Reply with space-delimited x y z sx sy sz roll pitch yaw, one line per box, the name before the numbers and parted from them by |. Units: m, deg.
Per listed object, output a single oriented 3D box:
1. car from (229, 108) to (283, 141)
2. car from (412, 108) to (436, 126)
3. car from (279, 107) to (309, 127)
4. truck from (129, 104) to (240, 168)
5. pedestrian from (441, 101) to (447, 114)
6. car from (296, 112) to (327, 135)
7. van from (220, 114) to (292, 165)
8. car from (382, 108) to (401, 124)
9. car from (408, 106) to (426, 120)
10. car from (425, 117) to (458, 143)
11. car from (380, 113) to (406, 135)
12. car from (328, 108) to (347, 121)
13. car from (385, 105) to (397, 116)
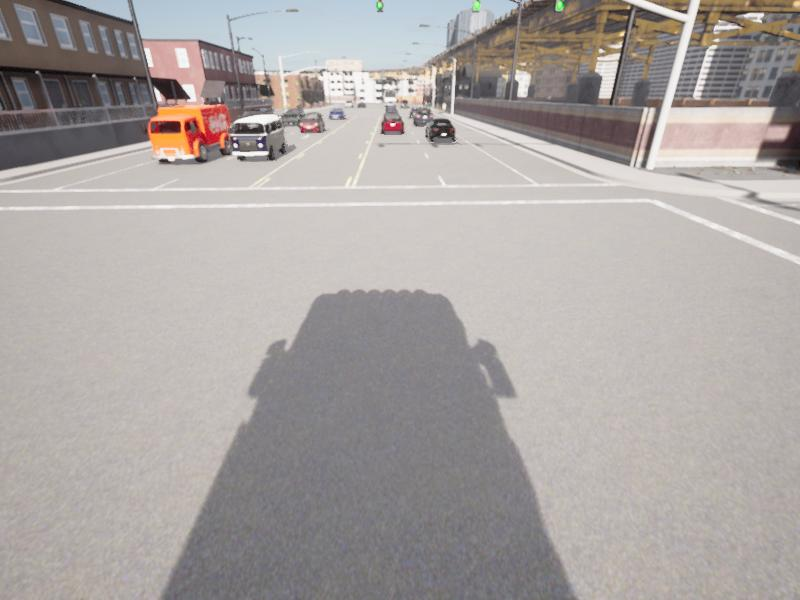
car | -11.011 -13.727 31.094 2.150 2.045 5.566 -1 27 -1
car | 2.609 -20.210 44.097 2.242 1.667 4.611 -1 27 -1
car | -11.366 -19.867 43.314 2.097 1.767 4.553 -1 27 -1
truck | -10.641 -8.538 20.486 2.627 2.467 5.204 0 29 0
pedestrian | 7.290 -31.722 65.895 0.751 1.860 0.751 -5 28 -9
car | -7.648 -15.463 34.947 1.851 1.617 3.988 -1 27 -1
van | -7.268 -8.467 20.854 2.069 2.038 4.480 -1 28 -1
car | -1.007 -22.344 48.426 2.128 1.511 4.902 -1 27 -1
car | 2.292 -26.221 55.967 2.128 1.511 4.902 -1 27 -1
car | 3.001 -12.644 29.627 1.812 1.442 4.674 -1 27 -1
car | -0.656 -15.650 35.438 2.163 1.488 4.792 -1 27 -1
car | -8.104 -24.149 52.023 1.812 1.442 4.674 -1 27 -1
car | -1.419 -30.223 63.730 1.882 1.535 5.008 -1 27 -1
